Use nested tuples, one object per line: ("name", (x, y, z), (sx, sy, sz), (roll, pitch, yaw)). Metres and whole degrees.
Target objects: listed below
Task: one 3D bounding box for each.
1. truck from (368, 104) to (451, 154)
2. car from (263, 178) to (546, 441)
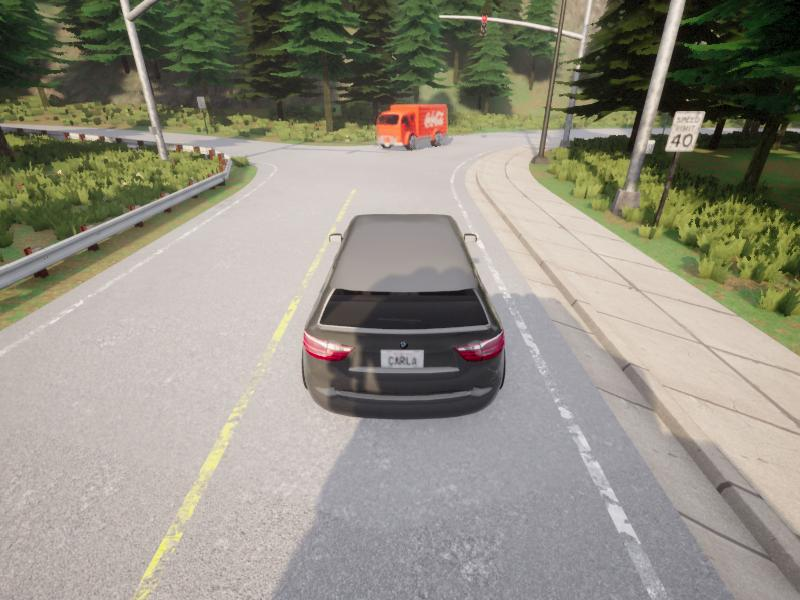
("truck", (0.708, -10.802, 24.941), (2.627, 2.467, 5.204), (17, 32, 31))
("car", (0.043, -0.416, 5.592), (2.242, 1.667, 4.611), (0, 27, 0))
